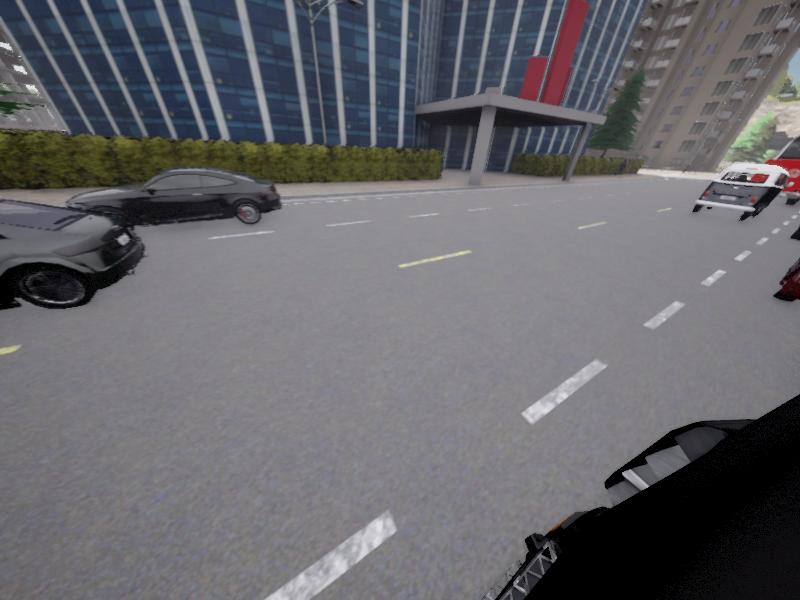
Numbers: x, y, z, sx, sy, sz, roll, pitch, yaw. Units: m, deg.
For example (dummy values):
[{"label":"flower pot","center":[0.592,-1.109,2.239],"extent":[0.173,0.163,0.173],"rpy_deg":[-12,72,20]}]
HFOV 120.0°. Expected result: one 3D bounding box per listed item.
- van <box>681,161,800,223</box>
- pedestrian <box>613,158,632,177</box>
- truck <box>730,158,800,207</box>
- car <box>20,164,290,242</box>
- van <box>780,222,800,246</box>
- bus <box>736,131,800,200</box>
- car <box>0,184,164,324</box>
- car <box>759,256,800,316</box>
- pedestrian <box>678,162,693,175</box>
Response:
[{"label":"van","center":[15.938,-5.029,10.744],"extent":[4.480,2.038,2.069],"rpy_deg":[-13,37,-27]},{"label":"pedestrian","center":[26.684,-15.935,27.744],"extent":[0.751,1.860,0.751],"rpy_deg":[-17,38,-27]},{"label":"truck","center":[26.096,-8.101,15.739],"extent":[5.204,2.467,2.627],"rpy_deg":[-16,38,-26]},{"label":"car","center":[-5.964,-2.973,6.616],"extent":[4.674,1.442,1.812],"rpy_deg":[-16,38,-26]},{"label":"van","center":[15.948,-3.142,7.508],"extent":[5.915,2.561,1.988],"rpy_deg":[-14,37,-23]},{"label":"bus","center":[34.371,-11.280,19.511],"extent":[10.273,4.253,3.944],"rpy_deg":[-16,38,-26]},{"label":"car","center":[-6.428,-0.564,3.044],"extent":[4.181,1.385,1.994],"rpy_deg":[-16,38,-26]},{"label":"car","center":[9.067,-0.522,4.131],"extent":[4.181,1.385,1.994],"rpy_deg":[-16,38,-25]},{"label":"pedestrian","center":[48.695,-22.370,39.366],"extent":[0.751,1.860,0.751],"rpy_deg":[-21,40,-31]}]
